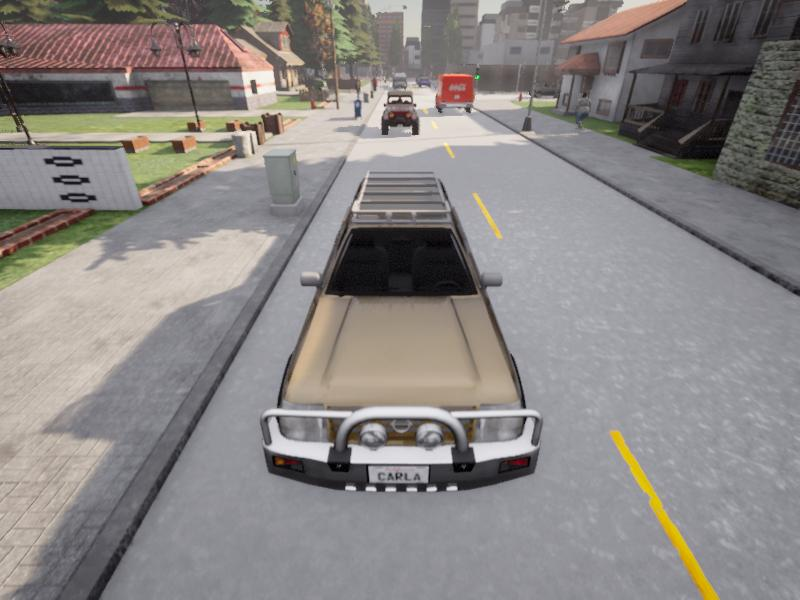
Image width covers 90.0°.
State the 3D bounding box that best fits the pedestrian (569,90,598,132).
[{"bbox_3d":[9.242,-9.550,20.213,0.751,1.860,0.751,-1,30,-1],"label":"pedestrian"}]

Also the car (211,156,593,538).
[{"bbox_3d":[0.015,-0.201,4.479,1.932,1.855,4.605,0,30,0],"label":"car"}]

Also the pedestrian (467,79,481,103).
[{"bbox_3d":[6.625,-18.635,35.731,0.751,1.860,0.751,-16,34,-25],"label":"pedestrian"}]

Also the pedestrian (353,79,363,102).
[{"bbox_3d":[-3.915,-19.575,37.332,0.751,1.860,0.751,-7,31,-12],"label":"pedestrian"}]

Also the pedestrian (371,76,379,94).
[{"bbox_3d":[-3.009,-25.977,48.267,0.751,1.860,0.751,-4,31,-7],"label":"pedestrian"}]

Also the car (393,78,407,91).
[{"bbox_3d":[-0.001,-31.237,57.888,1.816,1.474,4.193,0,30,0],"label":"car"}]

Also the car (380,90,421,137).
[{"bbox_3d":[0.008,-9.708,20.707,1.905,1.878,3.866,0,30,0],"label":"car"}]

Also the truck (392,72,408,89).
[{"bbox_3d":[-0.006,-35.202,64.041,2.390,2.098,6.274,0,30,0],"label":"truck"}]

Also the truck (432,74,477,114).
[{"bbox_3d":[4.012,-15.798,30.533,2.627,2.467,5.204,0,30,-1],"label":"truck"}]

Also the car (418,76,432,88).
[{"bbox_3d":[3.997,-35.763,65.566,2.007,1.525,4.514,0,30,0],"label":"car"}]

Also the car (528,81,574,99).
[{"bbox_3d":[16.080,-22.453,42.758,3.988,1.617,1.851,0,30,0],"label":"car"}]

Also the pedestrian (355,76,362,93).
[{"bbox_3d":[-5.172,-26.792,49.658,0.751,1.860,0.751,0,30,-1],"label":"pedestrian"}]

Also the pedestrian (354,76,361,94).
[{"bbox_3d":[-5.104,-25.954,48.228,0.751,1.860,0.751,-1,30,-1],"label":"pedestrian"}]
